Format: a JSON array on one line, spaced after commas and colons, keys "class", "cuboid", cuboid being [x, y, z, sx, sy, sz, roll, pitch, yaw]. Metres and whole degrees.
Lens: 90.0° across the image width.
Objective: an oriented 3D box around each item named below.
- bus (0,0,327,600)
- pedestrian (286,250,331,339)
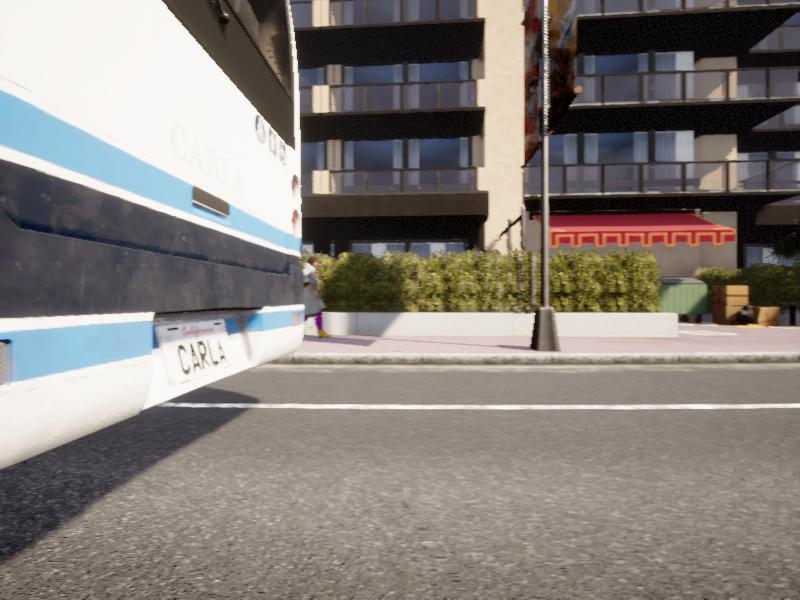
[{"class": "bus", "cuboid": [-5.957, -1.131, 2.272, 10.273, 4.253, 3.944, 0, 0, 3]}, {"class": "pedestrian", "cuboid": [-1.967, -0.113, 8.713, 0.751, 1.860, 0.751, 0, 0, 6]}]
